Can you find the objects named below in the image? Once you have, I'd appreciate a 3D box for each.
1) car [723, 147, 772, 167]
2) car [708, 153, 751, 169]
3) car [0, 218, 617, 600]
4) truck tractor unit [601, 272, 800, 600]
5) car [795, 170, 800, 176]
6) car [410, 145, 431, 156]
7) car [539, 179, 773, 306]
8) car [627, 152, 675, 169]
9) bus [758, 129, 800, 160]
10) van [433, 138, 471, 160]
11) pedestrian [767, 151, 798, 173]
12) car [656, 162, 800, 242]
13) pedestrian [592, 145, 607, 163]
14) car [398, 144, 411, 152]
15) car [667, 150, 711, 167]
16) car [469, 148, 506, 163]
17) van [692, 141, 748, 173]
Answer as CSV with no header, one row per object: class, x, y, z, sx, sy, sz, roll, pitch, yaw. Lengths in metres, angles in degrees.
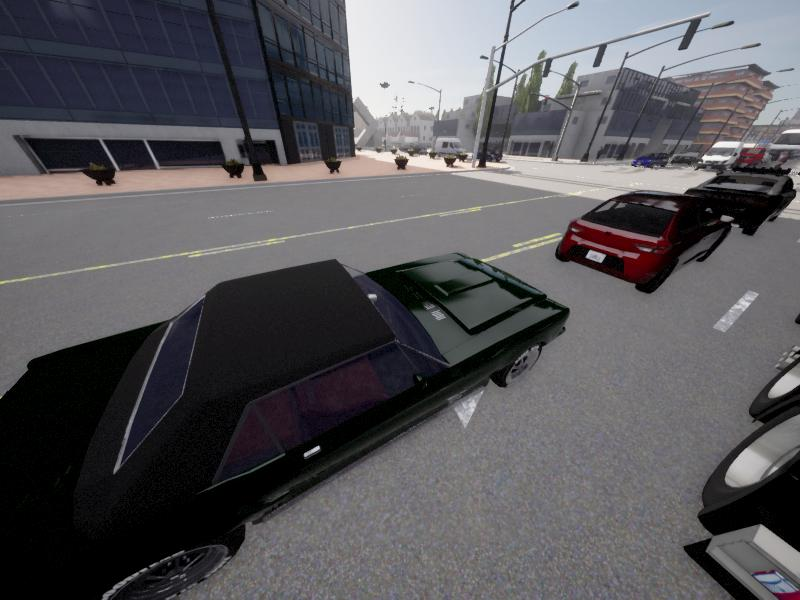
car,46.055,-18.979,30.618,5.566,2.045,2.150,-17,39,-24
car,39.432,-16.660,27.646,4.674,1.442,1.812,-17,39,-24
car,-0.486,0.414,2.264,4.718,1.301,1.895,-18,39,-24
truck tractor unit,5.122,-0.289,0.764,6.516,4.208,3.053,-18,39,-24
car,39.874,-12.435,21.462,5.008,1.535,1.882,-14,37,-20
car,3.607,-26.921,41.532,1.845,1.501,3.633,-17,39,-25
car,5.385,-1.535,4.957,4.193,1.474,1.816,-18,39,-24
car,28.140,-15.655,25.892,4.193,1.474,1.816,-13,37,-20
bus,69.019,-27.312,40.467,10.273,4.253,3.944,-18,39,-24
van,7.761,-23.166,35.289,1.988,2.561,5.915,-17,38,-24
pedestrian,37.870,-13.692,22.911,0.751,1.860,0.751,-26,43,-33
car,11.382,-3.492,7.707,5.238,1.638,1.930,-18,39,-24
pedestrian,25.671,-18.788,29.732,0.751,1.860,0.751,26,42,32
car,1.094,-36.401,55.398,2.033,1.411,5.357,-5,35,-9
car,37.494,-18.435,30.003,5.238,1.638,1.930,-17,38,-24
car,11.382,-18.977,30.232,1.816,1.474,4.193,-17,38,-24
van,33.321,-14.939,24.053,5.915,2.561,1.988,-21,40,-29
